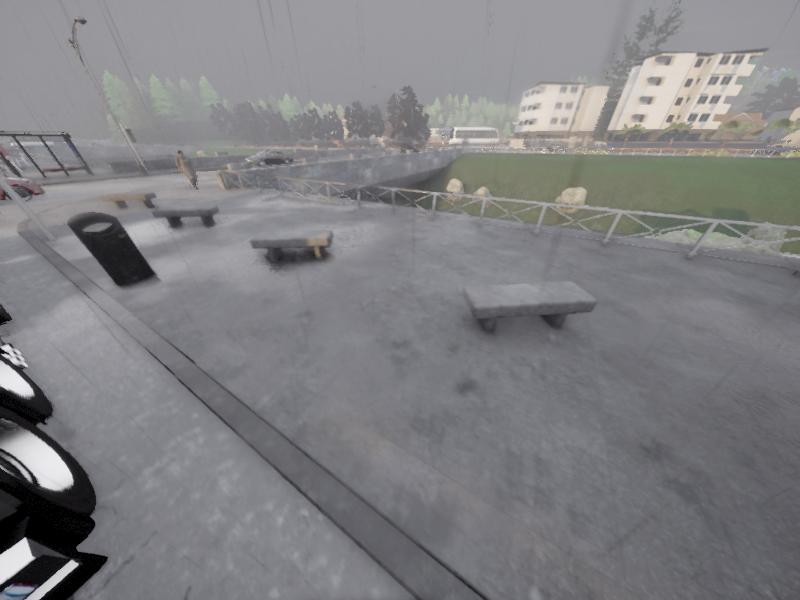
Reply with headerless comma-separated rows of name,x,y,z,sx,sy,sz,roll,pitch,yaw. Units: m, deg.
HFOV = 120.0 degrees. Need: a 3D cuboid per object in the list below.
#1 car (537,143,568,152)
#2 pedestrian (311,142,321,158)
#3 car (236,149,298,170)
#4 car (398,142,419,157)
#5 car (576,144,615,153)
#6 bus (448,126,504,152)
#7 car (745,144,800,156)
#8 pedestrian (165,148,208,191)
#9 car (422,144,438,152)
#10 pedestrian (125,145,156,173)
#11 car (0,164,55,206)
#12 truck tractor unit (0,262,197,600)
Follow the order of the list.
car,30.803,-30.751,46.612,4.892,1.490,1.837,19,39,25
pedestrian,-12.176,-21.822,33.623,0.751,1.860,0.751,17,38,23
car,-13.352,-14.488,23.624,2.128,1.511,4.902,19,39,25
car,1.416,-24.796,37.973,1.905,1.878,3.866,18,39,24
car,36.923,-28.783,43.817,5.357,1.411,2.033,18,39,25
bus,16.072,-34.624,49.917,10.273,4.253,3.944,-1,31,-2
car,55.842,-22.583,34.738,3.806,1.475,1.970,18,39,25
pedestrian,-10.911,-6.694,11.856,0.751,1.860,0.751,18,39,24
car,6.847,-34.473,52.352,1.895,1.301,4.718,18,39,24
pedestrian,-20.927,-11.345,18.645,0.751,1.860,0.751,16,38,22
car,-18.686,-4.711,9.747,1.994,1.385,4.181,18,39,24
truck tractor unit,-5.111,-0.300,0.784,6.516,4.208,3.053,18,39,24
